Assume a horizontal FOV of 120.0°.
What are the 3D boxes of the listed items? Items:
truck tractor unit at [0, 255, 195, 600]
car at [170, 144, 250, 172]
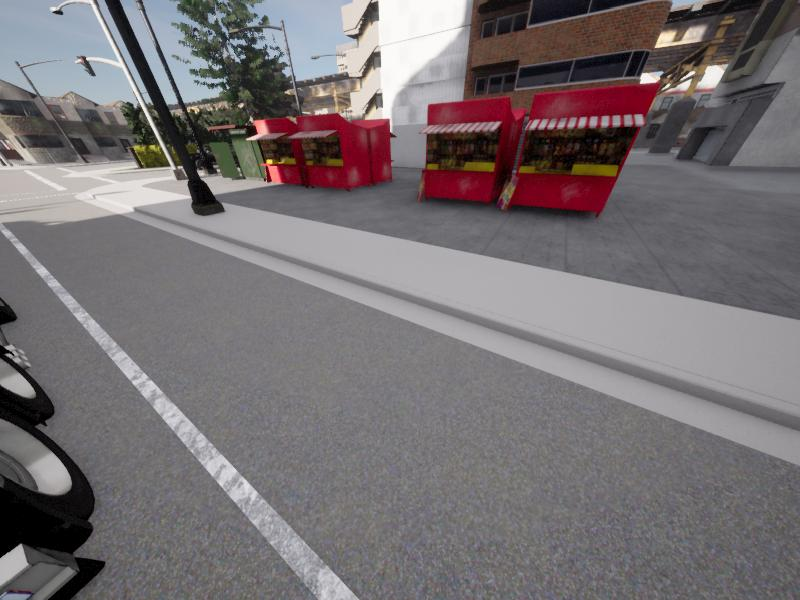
[{"bbox_3d":[-5.097,-0.314,0.801,6.516,4.208,3.053,19,39,25],"label":"truck tractor unit"},{"bbox_3d":[-19.117,-14.655,23.664,2.150,2.045,5.566,18,39,26],"label":"car"}]
